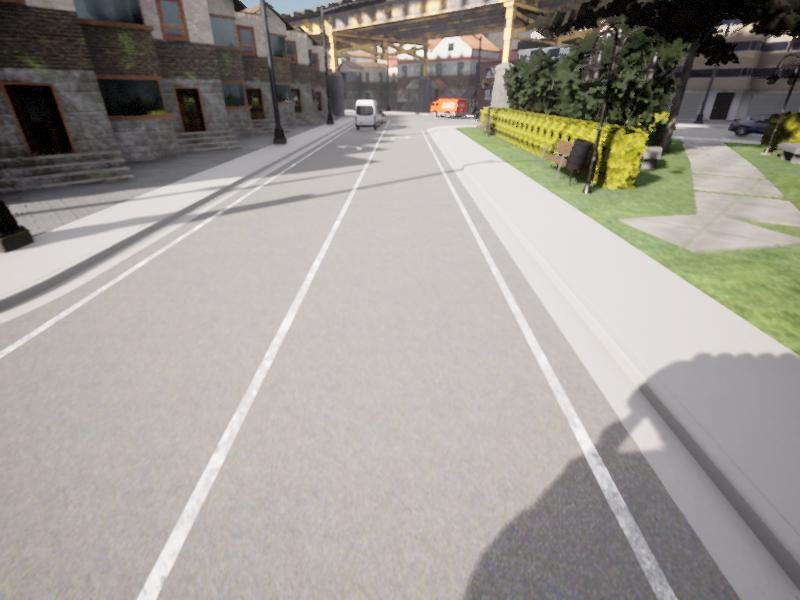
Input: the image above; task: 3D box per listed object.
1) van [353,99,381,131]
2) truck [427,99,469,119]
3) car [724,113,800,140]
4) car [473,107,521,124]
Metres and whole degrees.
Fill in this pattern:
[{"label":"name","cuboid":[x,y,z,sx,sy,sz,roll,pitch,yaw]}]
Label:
[{"label":"van","cuboid":[-3.080,-18.100,39.025,1.988,2.561,5.915,1,27,2]},{"label":"truck","cuboid":[6.682,-27.008,56.438,2.627,2.467,5.204,-24,36,-38]},{"label":"car","cuboid":[29.189,-13.744,31.636,2.152,1.651,5.027,-24,36,-38]},{"label":"car","cuboid":[11.505,-22.080,47.776,1.930,1.638,5.238,-24,35,-38]}]
